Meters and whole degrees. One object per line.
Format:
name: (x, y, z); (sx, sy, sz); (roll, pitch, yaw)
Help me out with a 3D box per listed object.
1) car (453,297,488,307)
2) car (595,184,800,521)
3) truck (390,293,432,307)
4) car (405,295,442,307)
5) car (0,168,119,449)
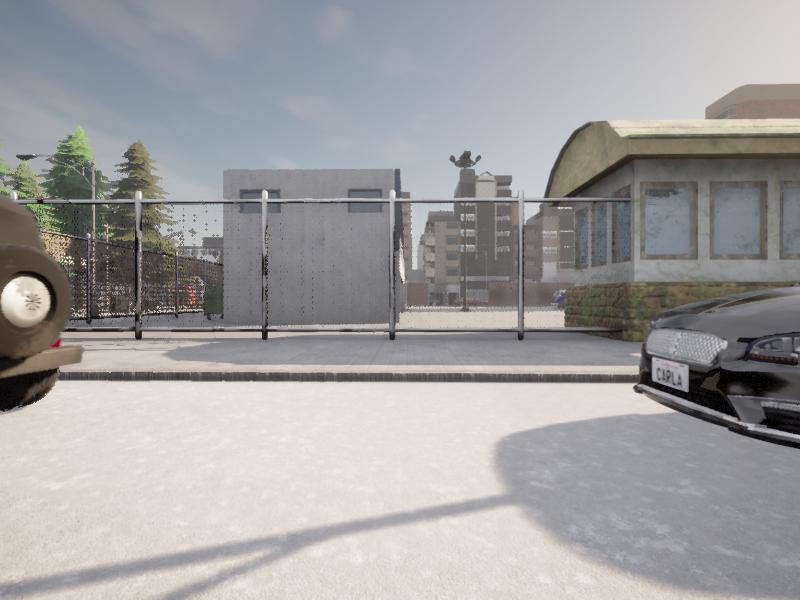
car: (9.808, 0.270, 56.091); (4.674, 1.442, 1.812); (0, 0, 1)
car: (4.264, 0.236, 2.653); (4.902, 1.511, 2.128); (0, 0, 1)
truck: (1.679, -0.058, 60.291); (6.274, 2.098, 2.390); (0, 0, 1)
car: (3.273, 0.171, 56.275); (5.238, 1.638, 1.930); (0, 0, 2)
car: (-4.598, 0.048, 2.849); (3.866, 1.878, 1.905); (0, 0, 1)
